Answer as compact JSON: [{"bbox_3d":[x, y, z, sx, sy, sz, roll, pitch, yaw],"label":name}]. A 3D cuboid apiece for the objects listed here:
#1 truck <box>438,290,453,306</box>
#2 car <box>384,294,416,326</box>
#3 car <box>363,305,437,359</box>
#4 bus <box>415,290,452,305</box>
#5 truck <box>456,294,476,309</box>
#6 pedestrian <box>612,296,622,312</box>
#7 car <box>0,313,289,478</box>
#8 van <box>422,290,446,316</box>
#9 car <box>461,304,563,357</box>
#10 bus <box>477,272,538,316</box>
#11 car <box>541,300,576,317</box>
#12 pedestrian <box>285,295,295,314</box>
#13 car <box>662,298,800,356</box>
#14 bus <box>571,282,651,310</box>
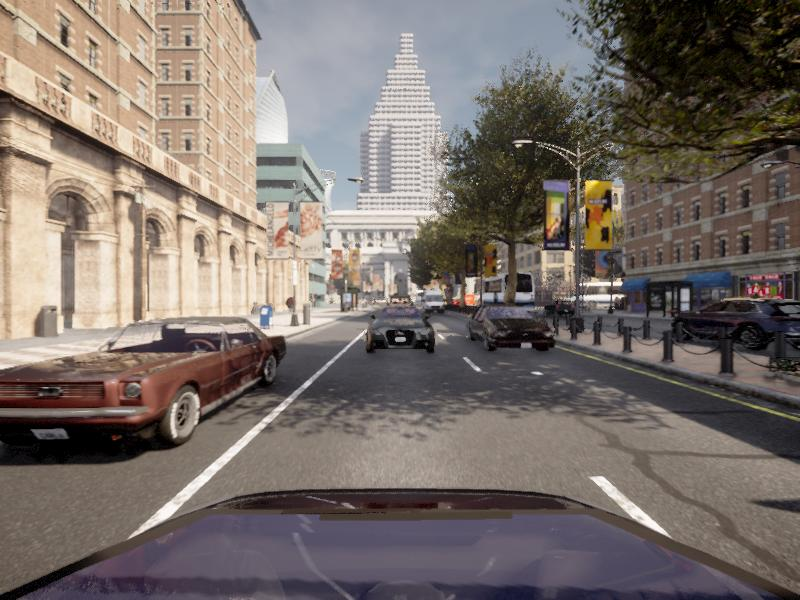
[{"bbox_3d":[11.580,-0.483,103.298,2.891,3.827,8.468,0,0,0],"label":"truck"},{"bbox_3d":[0.017,0.606,25.460,1.905,1.878,3.866,0,0,0],"label":"car"},{"bbox_3d":[0.009,0.886,12.897,1.994,1.385,4.181,0,0,0],"label":"car"},{"bbox_3d":[9.734,-0.718,117.102,10.273,4.253,3.944,0,0,0],"label":"bus"},{"bbox_3d":[11.550,0.258,70.309,2.627,2.467,5.204,0,0,0],"label":"truck"},{"bbox_3d":[25.369,0.413,46.803,0.751,1.860,0.751,0,0,-29],"label":"pedestrian"},{"bbox_3d":[-3.245,0.928,5.905,1.895,1.301,4.718,0,0,0],"label":"car"},{"bbox_3d":[3.528,0.256,42.664,1.988,2.561,5.915,0,0,0],"label":"van"},{"bbox_3d":[3.508,0.873,13.768,2.033,1.411,5.357,0,0,0],"label":"car"},{"bbox_3d":[11.410,-0.602,43.936,3.944,4.253,10.273,0,0,0],"label":"bus"},{"bbox_3d":[15.029,0.768,38.078,1.845,1.501,3.633,0,0,0],"label":"car"},{"bbox_3d":[-10.546,0.425,38.325,0.751,1.860,0.751,0,0,-4],"label":"pedestrian"},{"bbox_3d":[11.677,0.755,13.751,2.033,1.649,4.856,0,0,-2],"label":"car"},{"bbox_3d":[32.328,-0.629,61.637,10.273,4.253,3.944,0,0,-1],"label":"bus"}]
